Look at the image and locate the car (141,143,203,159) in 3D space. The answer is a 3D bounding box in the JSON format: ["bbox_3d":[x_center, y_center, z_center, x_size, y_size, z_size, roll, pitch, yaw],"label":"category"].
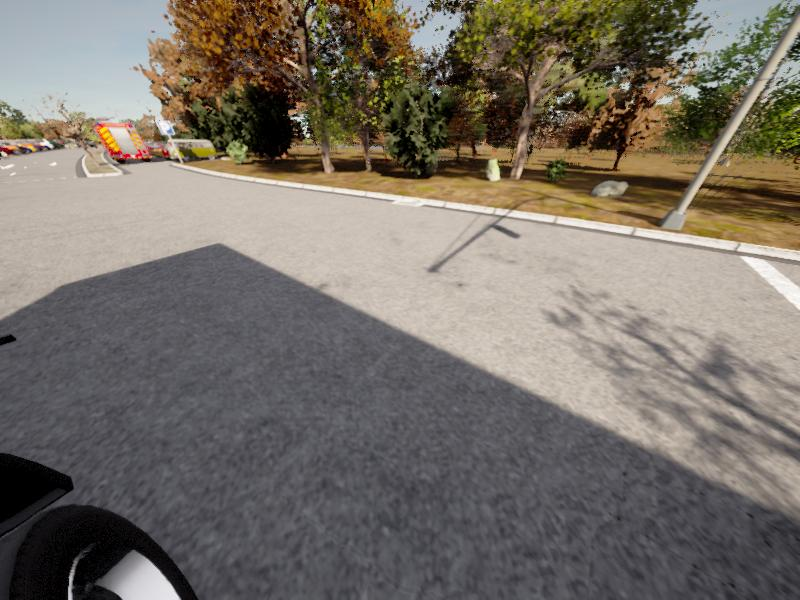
[{"bbox_3d":[-29.629,-19.628,30.362,1.946,1.575,5.366,14,37,18],"label":"car"}]

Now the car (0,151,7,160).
[{"bbox_3d":[-51.658,-17.317,26.806,2.435,2.045,5.566,13,38,19],"label":"car"}]

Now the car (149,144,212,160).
[{"bbox_3d":[-27.291,-18.690,29.025,1.946,1.575,5.366,13,37,18],"label":"car"}]

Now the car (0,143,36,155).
[{"bbox_3d":[-66.657,-25.634,39.152,2.097,1.535,5.008,15,39,21],"label":"car"}]

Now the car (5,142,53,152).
[{"bbox_3d":[-77.063,-31.873,48.073,2.097,1.535,5.008,15,39,22],"label":"car"}]

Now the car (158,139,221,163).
[{"bbox_3d":[-22.956,-16.470,25.457,1.878,1.987,4.442,13,37,17],"label":"car"}]

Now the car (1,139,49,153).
[{"bbox_3d":[-74.943,-30.871,46.243,1.878,1.987,4.442,15,39,22],"label":"car"}]

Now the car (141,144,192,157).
[{"bbox_3d":[-33.941,-21.977,33.799,2.002,1.452,4.674,14,37,19],"label":"car"}]

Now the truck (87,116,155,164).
[{"bbox_3d":[-31.038,-17.700,25.653,8.468,3.827,2.891,27,43,33],"label":"truck"}]

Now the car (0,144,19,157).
[{"bbox_3d":[-58.153,-20.716,32.113,2.097,1.535,5.008,14,39,20],"label":"car"}]

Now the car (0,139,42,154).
[{"bbox_3d":[-70.784,-28.372,42.671,1.878,1.987,4.442,15,39,22],"label":"car"}]

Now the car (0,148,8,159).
[{"bbox_3d":[-53.845,-18.293,28.644,2.097,1.535,5.008,14,38,20],"label":"car"}]

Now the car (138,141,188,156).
[{"bbox_3d":[-36.120,-23.255,35.336,2.185,1.767,4.553,14,37,19],"label":"car"}]

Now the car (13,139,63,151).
[{"bbox_3d":[-83.283,-35.808,53.259,2.435,2.045,5.566,16,39,21],"label":"car"}]

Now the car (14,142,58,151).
[{"bbox_3d":[-81.204,-34.371,51.642,2.097,1.535,5.008,15,39,22],"label":"car"}]

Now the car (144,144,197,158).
[{"bbox_3d":[-31.759,-20.830,32.159,2.002,1.452,4.674,13,37,18],"label":"car"}]

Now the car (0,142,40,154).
[{"bbox_3d":[-68.819,-26.782,40.796,1.946,1.575,5.366,15,39,21],"label":"car"}]

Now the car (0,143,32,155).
[{"bbox_3d":[-64.536,-24.403,37.392,2.231,1.521,4.892,15,39,21],"label":"car"}]

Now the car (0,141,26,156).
[{"bbox_3d":[-62.412,-23.277,35.559,2.185,1.767,4.553,15,39,20],"label":"car"}]

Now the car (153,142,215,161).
[{"bbox_3d":[-25.158,-17.550,27.178,2.185,1.767,4.553,13,37,18],"label":"car"}]

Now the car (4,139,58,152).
[{"bbox_3d":[-79.143,-33.311,49.691,2.435,2.045,5.566,16,39,21],"label":"car"}]
